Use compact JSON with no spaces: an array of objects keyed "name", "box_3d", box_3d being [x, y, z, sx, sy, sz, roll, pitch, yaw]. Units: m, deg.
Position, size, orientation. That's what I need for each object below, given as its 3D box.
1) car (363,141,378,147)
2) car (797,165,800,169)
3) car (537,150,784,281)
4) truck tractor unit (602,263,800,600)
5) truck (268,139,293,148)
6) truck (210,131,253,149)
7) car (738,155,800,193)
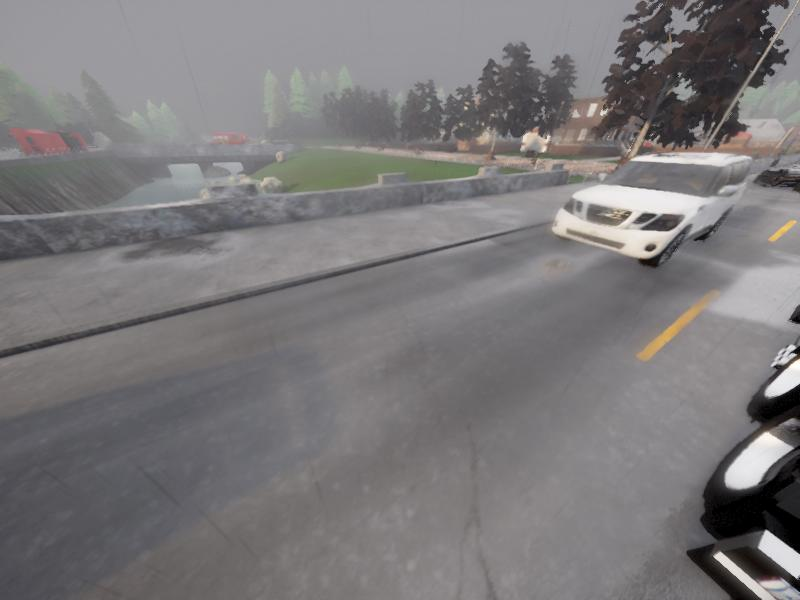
[{"name":"car","box_3d":[-10.674,-56.462,83.423,4.605,1.855,1.932,-18,39,-24]},{"name":"car","box_3d":[44.274,-14.797,23.843,5.566,2.045,2.150,-18,39,-24]},{"name":"car","box_3d":[6.572,-2.537,5.914,5.566,2.045,2.150,-18,39,-25]},{"name":"truck tractor unit","box_3d":[5.111,-0.300,0.788,6.516,4.208,3.053,-18,39,-24]},{"name":"truck","box_3d":[-36.776,-48.050,70.919,6.274,2.098,2.390,-18,39,-24]},{"name":"truck","box_3d":[-45.424,-43.299,62.506,8.468,3.827,2.891,-18,39,-24]},{"name":"car","box_3d":[23.132,-6.838,12.586,5.238,1.638,1.930,5,34,6]}]
